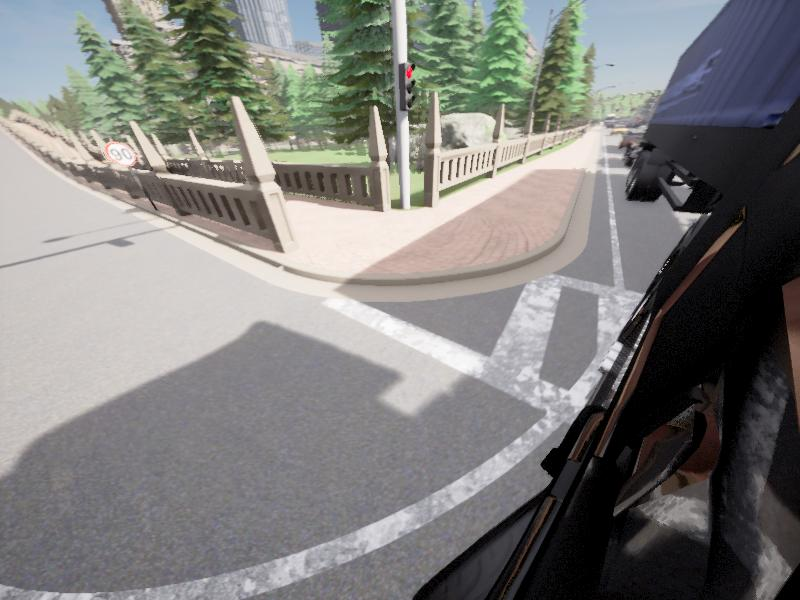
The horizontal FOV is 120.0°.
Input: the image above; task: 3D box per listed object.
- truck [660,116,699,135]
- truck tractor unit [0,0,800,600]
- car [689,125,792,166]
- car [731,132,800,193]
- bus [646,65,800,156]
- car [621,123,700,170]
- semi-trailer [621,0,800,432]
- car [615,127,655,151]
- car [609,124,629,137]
[{"bbox_3d":[42.699,-26.806,35.518,2.390,2.098,6.274,20,42,29],"label":"truck"},{"bbox_3d":[2.645,-0.295,0.351,6.516,4.208,3.053,-28,44,-30],"label":"truck tractor unit"},{"bbox_3d":[18.377,-8.615,12.809,1.851,1.617,3.988,20,42,29],"label":"car"},{"bbox_3d":[14.183,-4.857,8.032,1.845,1.501,3.633,20,42,29],"label":"car"},{"bbox_3d":[23.828,-14.458,18.158,3.944,4.253,10.273,20,43,29],"label":"bus"},{"bbox_3d":[14.359,-8.779,13.113,1.932,1.855,4.605,20,42,29],"label":"car"},{"bbox_3d":[7.725,-4.101,5.029,2.717,4.402,14.254,22,43,31],"label":"semi-trailer"},{"bbox_3d":[20.912,-14.453,20.704,1.845,1.501,3.633,20,42,29],"label":"car"},{"bbox_3d":[36.748,-28.531,38.793,1.801,1.575,5.366,20,42,29],"label":"car"}]
